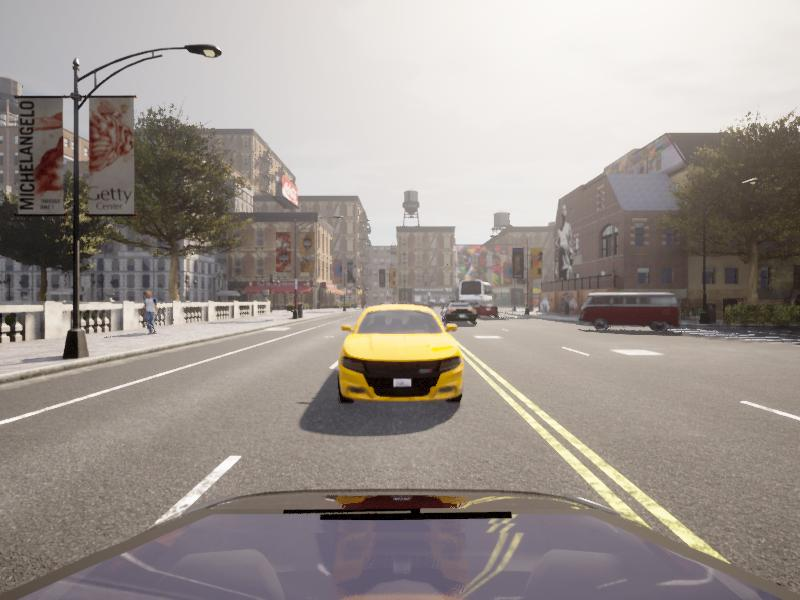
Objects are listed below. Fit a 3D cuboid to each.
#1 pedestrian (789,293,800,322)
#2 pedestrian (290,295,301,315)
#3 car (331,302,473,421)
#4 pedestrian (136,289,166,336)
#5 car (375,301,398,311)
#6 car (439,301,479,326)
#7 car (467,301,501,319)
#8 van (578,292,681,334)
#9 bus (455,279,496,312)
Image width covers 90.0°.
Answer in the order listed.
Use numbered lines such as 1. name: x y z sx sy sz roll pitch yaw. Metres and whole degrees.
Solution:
1. pedestrian: 26.601 0.485 26.612 0.751 1.860 0.751 0 0 0
2. pedestrian: -9.767 0.485 37.522 0.751 1.860 0.751 0 0 9
3. car: -0.035 0.823 7.792 1.882 1.535 5.008 0 0 -2
4. pedestrian: -10.079 0.485 16.236 0.751 1.860 0.751 0 0 0
5. car: -1.999 0.864 61.206 2.002 1.452 4.674 0 0 20
6. car: 3.916 0.825 27.351 2.038 1.542 4.974 0 0 1
7. car: 7.565 0.851 36.498 2.163 1.488 4.792 0 0 1
8. van: 11.598 0.597 20.596 4.442 1.987 1.775 0 1 25
9. bus: 11.018 -0.533 57.373 3.944 4.253 10.273 -1 0 21
